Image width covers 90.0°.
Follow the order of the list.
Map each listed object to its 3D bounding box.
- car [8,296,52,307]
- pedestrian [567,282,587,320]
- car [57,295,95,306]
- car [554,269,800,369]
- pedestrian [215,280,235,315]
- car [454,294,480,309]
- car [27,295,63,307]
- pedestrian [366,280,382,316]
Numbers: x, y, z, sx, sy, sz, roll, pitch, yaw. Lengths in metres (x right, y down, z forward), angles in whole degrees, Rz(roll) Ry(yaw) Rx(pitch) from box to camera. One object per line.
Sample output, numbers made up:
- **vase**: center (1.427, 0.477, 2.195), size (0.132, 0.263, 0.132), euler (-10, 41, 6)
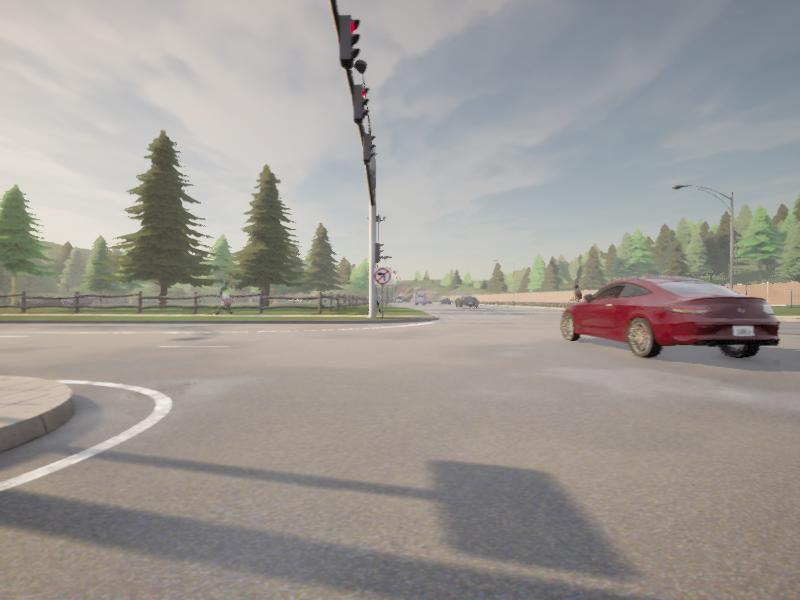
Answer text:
- **car**: center (-56.834, 0.239, 61.634), size (2.152, 1.651, 5.027), euler (0, 0, -1)
- **pedestrian**: center (9.013, 0.049, 20.384), size (0.751, 1.860, 0.751), euler (0, 0, 3)
- **car**: center (-49.834, 0.095, 61.696), size (2.033, 1.649, 4.856), euler (0, 0, -1)
- **car**: center (4.962, 0.275, 8.111), size (1.812, 1.442, 4.674), euler (0, 0, -1)
- **pedestrian**: center (-9.384, -0.130, 21.464), size (0.751, 1.860, 0.751), euler (0, 0, 4)
- **car**: center (7.973, 0.191, 48.131), size (2.152, 1.651, 5.027), euler (0, 0, -1)
- **car**: center (-53.323, 0.149, 60.164), size (1.851, 1.617, 3.988), euler (0, 0, -1)
- **pedestrian**: center (-1.337, -0.118, 20.936), size (0.751, 1.860, 0.751), euler (0, 0, 3)
